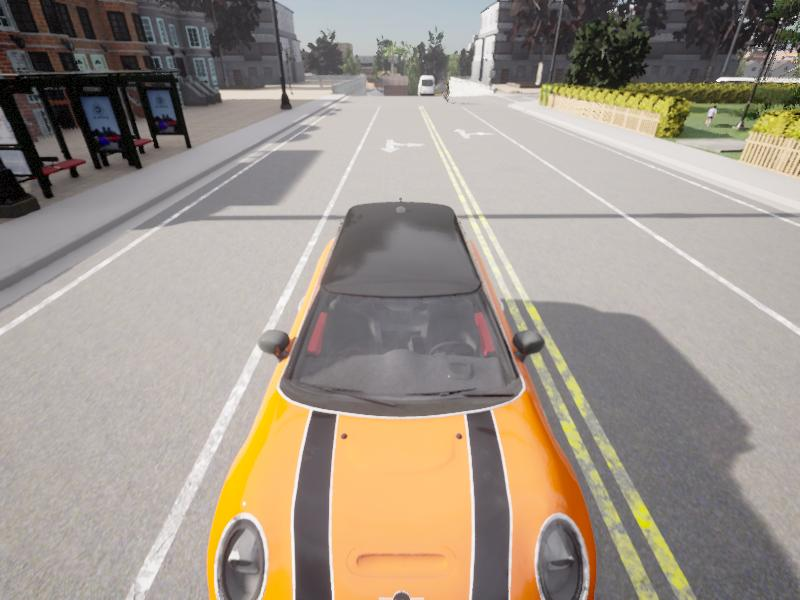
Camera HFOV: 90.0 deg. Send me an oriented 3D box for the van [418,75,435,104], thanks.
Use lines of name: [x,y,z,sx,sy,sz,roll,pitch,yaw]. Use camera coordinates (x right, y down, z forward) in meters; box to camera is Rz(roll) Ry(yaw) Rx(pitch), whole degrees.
van: [3.544,-28.586,54.564,1.988,2.561,5.915,0,19,0]

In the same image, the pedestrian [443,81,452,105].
pedestrian: [4.237,-18.557,35.812,0.751,1.860,0.751,2,30,4]

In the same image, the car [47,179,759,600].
car: [0.010,0.369,3.588,2.097,1.767,4.553,0,30,0]

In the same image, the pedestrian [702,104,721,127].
pedestrian: [16.817,-9.977,21.615,0.500,1.100,0.500,18,35,28]
